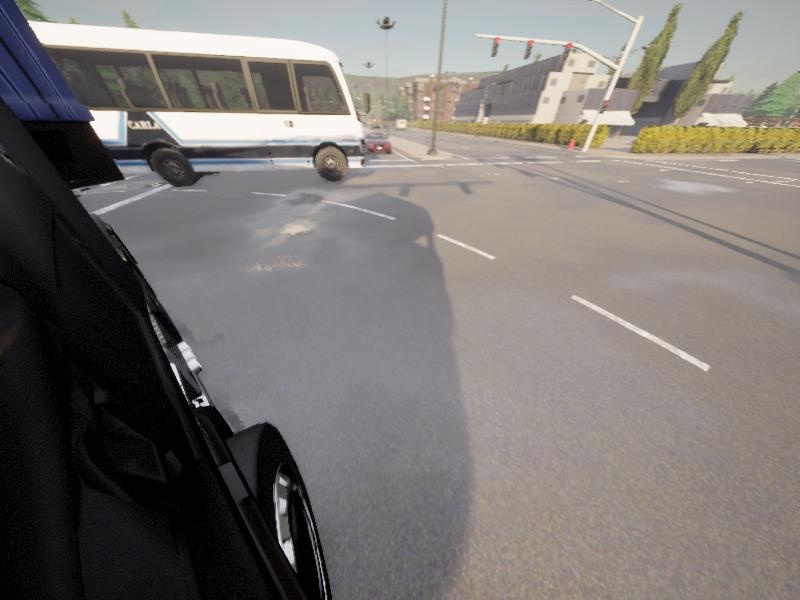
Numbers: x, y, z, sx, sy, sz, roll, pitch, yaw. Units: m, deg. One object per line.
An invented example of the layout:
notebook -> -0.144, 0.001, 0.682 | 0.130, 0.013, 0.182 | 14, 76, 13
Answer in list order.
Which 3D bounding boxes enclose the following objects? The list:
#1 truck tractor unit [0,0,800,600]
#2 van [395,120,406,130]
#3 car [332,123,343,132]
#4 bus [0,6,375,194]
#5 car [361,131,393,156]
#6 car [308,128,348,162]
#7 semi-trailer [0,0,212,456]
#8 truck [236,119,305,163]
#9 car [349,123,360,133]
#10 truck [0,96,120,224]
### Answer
truck tractor unit -> -2.645, -0.295, 0.351 | 6.516, 4.208, 3.053 | 28, 43, 30
van -> 0.094, -54.112, 71.254 | 2.351, 2.431, 6.366 | -6, 38, -9
car -> -13.786, -38.314, 51.335 | 2.038, 1.542, 4.974 | -6, 38, -9
bus -> -6.520, -7.202, 9.169 | 10.273, 4.253, 3.944 | -8, 39, -11
car -> -1.939, -12.754, 18.770 | 1.994, 1.385, 4.181 | -7, 39, -10
car -> -4.936, -11.096, 16.364 | 2.152, 1.651, 5.027 | -7, 38, -9
semi-trailer -> -10.114, -1.501, 1.582 | 14.254, 4.402, 2.717 | 3, 37, 3
truck -> -8.436, -11.111, 15.921 | 2.390, 2.098, 6.274 | -7, 38, -9
car -> -9.740, -36.811, 49.402 | 2.033, 1.649, 4.856 | -6, 38, -9
truck -> -11.859, -3.481, 5.712 | 5.204, 2.467, 2.627 | -6, 38, -9
